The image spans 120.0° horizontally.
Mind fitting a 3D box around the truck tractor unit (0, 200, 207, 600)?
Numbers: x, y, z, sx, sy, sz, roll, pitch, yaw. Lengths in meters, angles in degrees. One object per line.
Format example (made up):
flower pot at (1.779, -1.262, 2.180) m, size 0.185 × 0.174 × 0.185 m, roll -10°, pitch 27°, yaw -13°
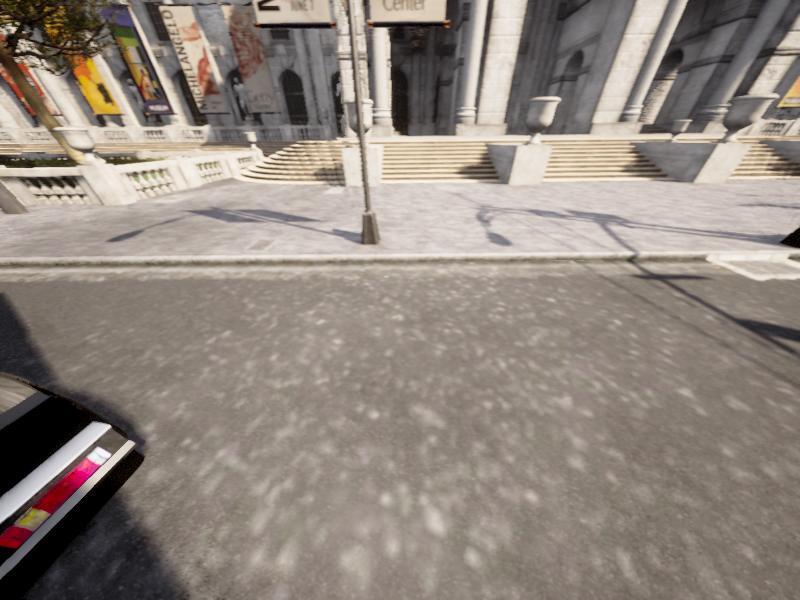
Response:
truck tractor unit at (-5.356, 0.116, 0.196) m, size 6.516 × 4.208 × 3.053 m, roll 4°, pitch 36°, yaw 6°
